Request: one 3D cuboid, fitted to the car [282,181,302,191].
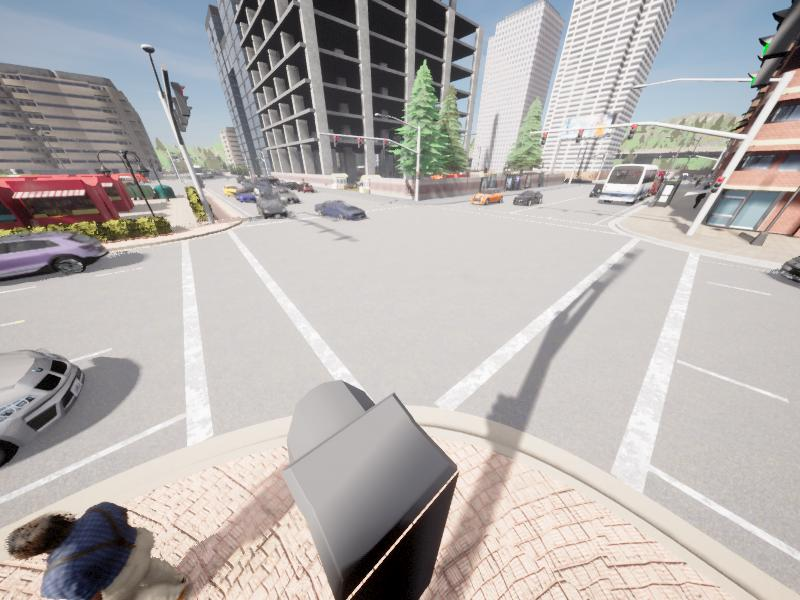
[{"bbox_3d":[-20.828,-22.030,44.514,1.882,1.535,5.008,-23,37,-34],"label":"car"}]

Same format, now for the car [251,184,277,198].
[{"bbox_3d":[-20.668,-16.529,34.993,2.038,1.542,4.974,-23,37,-34],"label":"car"}]

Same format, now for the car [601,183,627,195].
[{"bbox_3d":[36.103,-18.722,38.890,5.366,1.575,1.801,-23,37,-34],"label":"car"}]

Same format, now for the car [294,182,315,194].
[{"bbox_3d":[-16.556,-19.550,40.149,1.851,1.617,3.988,-23,37,-34],"label":"car"}]

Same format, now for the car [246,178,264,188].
[{"bbox_3d":[-32.368,-26.160,51.584,2.152,1.651,5.027,-23,37,-34],"label":"car"}]

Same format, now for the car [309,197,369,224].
[{"bbox_3d":[-5.488,-8.059,20.511,5.357,1.411,2.033,21,36,31],"label":"car"}]

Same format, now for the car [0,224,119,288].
[{"bbox_3d":[-15.510,-1.705,9.330,4.856,1.649,2.033,-23,37,-34],"label":"car"}]

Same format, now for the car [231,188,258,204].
[{"bbox_3d":[-19.871,-13.333,29.514,1.816,1.474,4.193,-23,37,-34],"label":"car"}]

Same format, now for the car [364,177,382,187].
[{"bbox_3d":[-5.875,-25.875,50.553,1.905,1.878,3.866,-23,37,-34],"label":"car"}]

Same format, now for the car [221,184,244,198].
[{"bbox_3d":[-26.007,-16.972,35.754,1.882,1.535,5.008,-23,37,-34],"label":"car"}]

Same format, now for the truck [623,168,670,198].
[{"bbox_3d":[38.913,-18.603,36.395,8.468,3.827,2.891,-23,37,-34],"label":"truck"}]

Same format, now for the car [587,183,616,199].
[{"bbox_3d":[29.977,-16.310,34.363,3.866,1.878,1.905,-23,37,-34],"label":"car"}]

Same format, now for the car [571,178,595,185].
[{"bbox_3d":[48.698,-31.716,61.632,1.895,1.301,4.718,-10,31,-16],"label":"car"}]

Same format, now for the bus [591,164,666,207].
[{"bbox_3d":[29.081,-14.753,29.311,10.273,4.253,3.944,-23,37,-34],"label":"bus"}]

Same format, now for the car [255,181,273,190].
[{"bbox_3d":[-27.697,-23.301,46.885,1.994,1.385,4.181,-23,37,-34],"label":"car"}]

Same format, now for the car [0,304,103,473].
[{"bbox_3d":[-7.986,1.961,2.938,4.611,1.667,2.242,-22,37,-34],"label":"car"}]

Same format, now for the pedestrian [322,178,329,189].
[{"bbox_3d":[-14.753,-23.115,45.720,0.751,1.860,0.751,-22,37,-33],"label":"pedestrian"}]

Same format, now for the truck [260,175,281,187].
[{"bbox_3d":[-30.214,-27.803,53.953,2.390,2.098,6.274,-23,37,-34],"label":"truck"}]

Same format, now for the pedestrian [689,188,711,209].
[{"bbox_3d":[31.465,-10.652,24.242,0.751,1.860,0.751,-24,38,-35],"label":"pedestrian"}]

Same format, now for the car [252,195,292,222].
[{"bbox_3d":[-11.689,-8.392,20.949,2.163,1.488,4.792,-20,35,-30],"label":"car"}]

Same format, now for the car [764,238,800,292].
[{"bbox_3d":[16.360,-0.849,7.802,3.705,1.549,1.789,20,36,32],"label":"car"}]

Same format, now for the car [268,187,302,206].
[{"bbox_3d":[-14.118,-12.734,28.279,2.242,1.667,4.611,-23,37,-34],"label":"car"}]

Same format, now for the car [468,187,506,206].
[{"bbox_3d":[10.696,-12.768,28.325,4.553,1.767,2.097,-23,37,-34],"label":"car"}]

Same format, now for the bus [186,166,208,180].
[{"bbox_3d":[-70.202,-44.042,79.917,3.944,4.253,10.273,-24,37,-35],"label":"bus"}]

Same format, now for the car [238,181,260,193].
[{"bbox_3d":[-27.342,-20.507,41.773,1.930,1.638,5.238,-23,37,-34],"label":"car"}]

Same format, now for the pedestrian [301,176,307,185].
[{"bbox_3d":[-22.263,-27.575,53.446,0.751,1.860,0.751,-22,37,-33],"label":"pedestrian"}]

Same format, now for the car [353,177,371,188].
[{"bbox_3d":[-8.128,-24.929,48.916,1.905,1.878,3.866,-23,37,-34],"label":"car"}]

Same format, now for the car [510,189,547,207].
[{"bbox_3d":[15.622,-12.414,28.014,4.892,1.490,1.837,-23,37,-34],"label":"car"}]

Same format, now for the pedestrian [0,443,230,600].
[{"bbox_3d":[-2.316,2.218,1.950,0.751,1.860,0.751,-10,31,-17],"label":"pedestrian"}]
